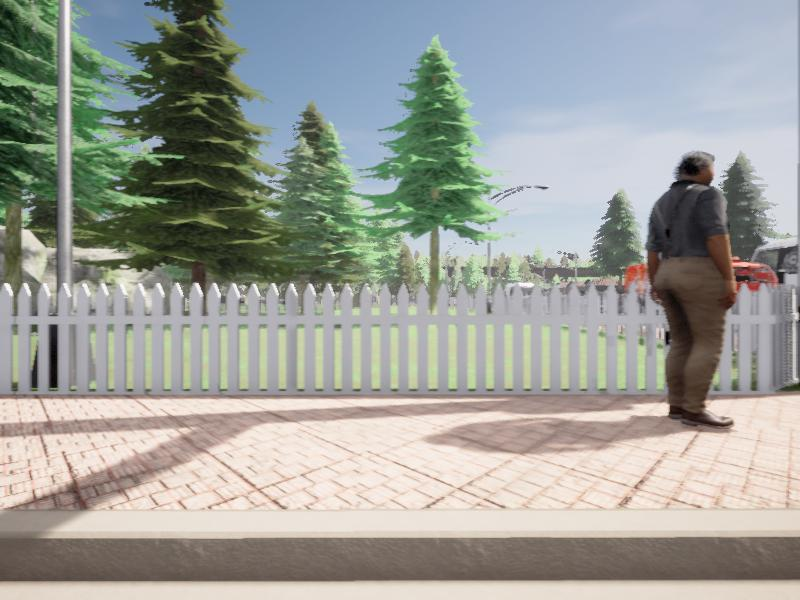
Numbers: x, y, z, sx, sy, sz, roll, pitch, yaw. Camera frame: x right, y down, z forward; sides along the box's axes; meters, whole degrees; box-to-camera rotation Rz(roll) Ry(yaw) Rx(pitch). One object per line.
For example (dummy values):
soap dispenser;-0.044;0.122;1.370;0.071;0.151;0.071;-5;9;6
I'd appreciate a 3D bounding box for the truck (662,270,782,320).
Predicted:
truck;17.738;-0.249;22.534;2.627;2.467;5.204;0;0;1

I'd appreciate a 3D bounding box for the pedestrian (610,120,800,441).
pedestrian;1.984;-0.113;2.689;0.751;1.860;0.751;0;0;0

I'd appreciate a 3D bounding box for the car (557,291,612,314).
car;14.442;0.175;31.650;2.152;1.651;5.027;0;0;1

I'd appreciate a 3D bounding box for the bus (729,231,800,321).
bus;21.023;-1.141;18.135;3.944;4.253;10.273;0;0;1

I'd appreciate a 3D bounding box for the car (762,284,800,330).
car;14.004;0.232;11.891;2.128;1.511;4.902;0;0;1

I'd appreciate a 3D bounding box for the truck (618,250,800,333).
truck;10.560;-0.247;14.427;2.627;2.467;5.204;0;0;1

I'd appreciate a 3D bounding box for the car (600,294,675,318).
car;14.282;0.339;24.440;1.895;1.301;4.718;0;0;1

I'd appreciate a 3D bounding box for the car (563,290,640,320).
car;10.722;0.241;21.783;1.837;1.490;4.892;0;0;1

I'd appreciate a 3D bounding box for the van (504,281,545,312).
van;11.035;-0.281;35.998;1.988;2.561;5.915;0;0;1

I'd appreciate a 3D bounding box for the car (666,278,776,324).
car;14.136;0.041;17.965;1.905;1.878;3.866;0;0;1
